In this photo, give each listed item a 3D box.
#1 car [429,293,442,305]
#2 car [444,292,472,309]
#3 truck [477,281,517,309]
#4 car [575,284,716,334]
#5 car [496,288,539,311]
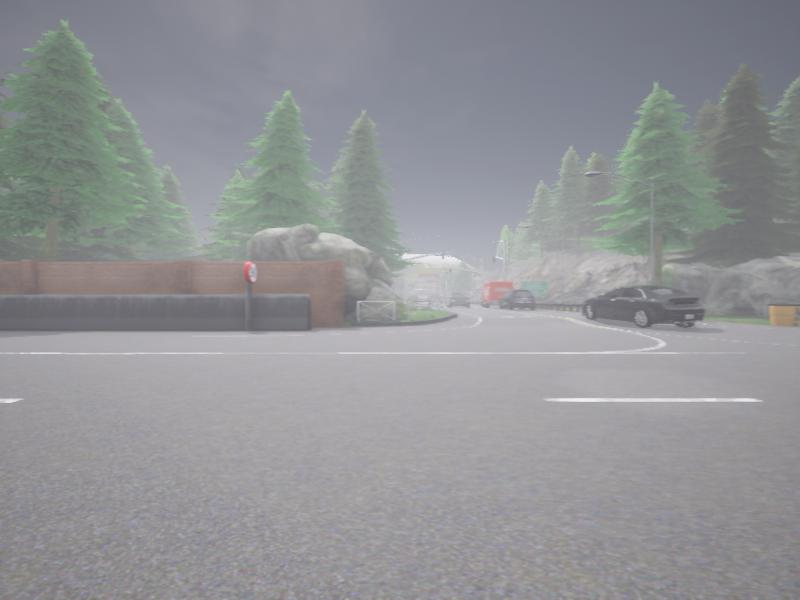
[{"bbox_3d":[5.879,-0.150,66.798,1.932,1.855,4.605,0,0,1],"label":"car"},{"bbox_3d":[5.615,0.026,39.287,2.038,1.542,4.974,0,0,1],"label":"car"},{"bbox_3d":[9.095,-0.450,38.202,2.627,2.467,5.204,0,0,1],"label":"truck"},{"bbox_3d":[8.930,0.171,15.186,1.837,1.490,4.892,-3,3,-8],"label":"car"},{"bbox_3d":[9.019,-0.029,31.193,2.033,1.649,4.856,0,0,1],"label":"car"}]
